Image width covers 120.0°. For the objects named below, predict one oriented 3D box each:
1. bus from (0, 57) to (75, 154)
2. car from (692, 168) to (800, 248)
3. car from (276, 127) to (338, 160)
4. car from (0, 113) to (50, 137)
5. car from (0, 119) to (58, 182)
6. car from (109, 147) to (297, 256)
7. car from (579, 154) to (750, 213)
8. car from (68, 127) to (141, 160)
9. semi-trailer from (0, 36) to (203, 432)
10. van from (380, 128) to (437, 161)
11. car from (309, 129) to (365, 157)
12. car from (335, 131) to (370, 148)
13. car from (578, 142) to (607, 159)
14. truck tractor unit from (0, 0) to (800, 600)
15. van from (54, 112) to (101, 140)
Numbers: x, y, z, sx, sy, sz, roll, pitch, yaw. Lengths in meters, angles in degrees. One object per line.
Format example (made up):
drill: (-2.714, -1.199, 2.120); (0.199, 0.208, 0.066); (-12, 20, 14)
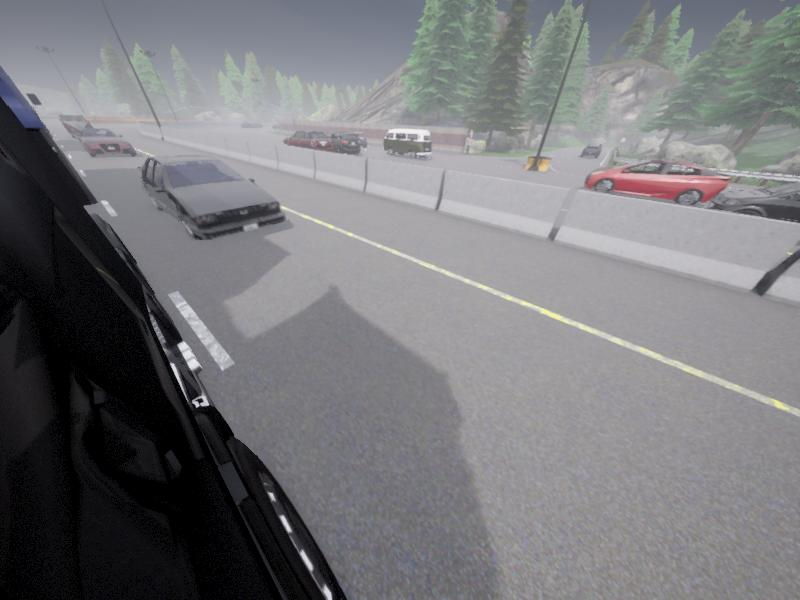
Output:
bus: (-26.126, -12.412, 14.909); (10.273, 4.253, 3.944); (27, 43, 29)
car: (11.409, -2.436, 6.382); (3.705, 1.549, 1.789); (28, 44, 29)
car: (-7.268, -12.304, 18.070); (4.553, 1.767, 2.097); (28, 43, 29)
car: (-37.279, -17.334, 22.863); (4.611, 1.667, 2.242); (30, 45, 31)
car: (-16.156, -6.090, 9.213); (4.553, 1.767, 2.097); (28, 43, 29)
car: (-5.288, -2.963, 6.095); (5.357, 1.411, 2.033); (28, 43, 29)
car: (11.042, -5.331, 10.233); (4.514, 1.525, 2.007); (28, 43, 29)
car: (-18.341, -9.780, 14.323); (4.181, 1.385, 1.994); (28, 43, 29)
semi-trailer: (-8.750, -3.580, 4.161); (14.254, 4.402, 2.717); (28, 43, 29)
van: (0.649, -13.691, 20.244); (4.480, 2.038, 2.069); (28, 43, 29)
car: (-5.632, -14.112, 20.692); (4.611, 1.667, 2.242); (28, 43, 29)
car: (-5.785, -19.540, 28.073); (3.806, 1.475, 1.970); (28, 43, 29)
car: (24.994, -19.392, 29.903); (2.128, 1.511, 4.902); (27, 43, 28)
truck tractor unit: (-2.645, -0.295, 0.351); (6.516, 4.208, 3.053); (28, 44, 30)
van: (-31.437, -16.965, 22.500); (4.442, 1.987, 1.775); (28, 44, 30)
